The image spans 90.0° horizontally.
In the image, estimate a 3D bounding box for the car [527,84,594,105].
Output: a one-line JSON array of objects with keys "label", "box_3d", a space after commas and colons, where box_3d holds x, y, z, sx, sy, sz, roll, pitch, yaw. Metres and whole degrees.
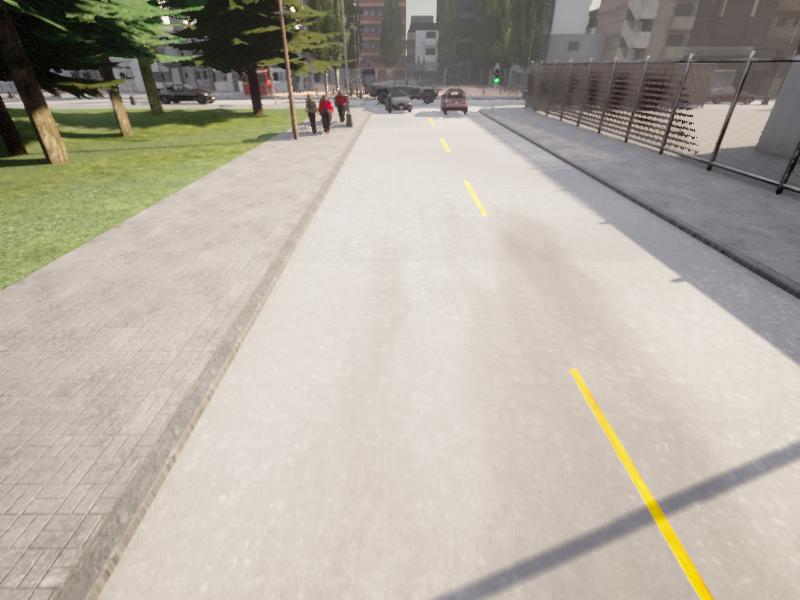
[{"label": "car", "box_3d": [14.769, -19.096, 37.093, 5.238, 1.638, 1.930, 0, 30, 0]}]

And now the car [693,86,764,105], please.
[{"label": "car", "box_3d": [30.261, -18.927, 36.999, 4.674, 1.442, 1.812, 0, 30, 0]}]

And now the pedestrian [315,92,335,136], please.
[{"label": "pedestrian", "box_3d": [-3.582, -8.953, 19.252, 0.751, 1.860, 0.751, -3, 30, -5]}]

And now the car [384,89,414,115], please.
[{"label": "car", "box_3d": [-0.131, -15.263, 30.696, 1.816, 1.474, 4.193, -3, 30, -5]}]

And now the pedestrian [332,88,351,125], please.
[{"label": "pedestrian", "box_3d": [-3.361, -11.167, 23.046, 0.751, 1.860, 0.751, 5, 31, 9]}]

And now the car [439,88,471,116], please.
[{"label": "car", "box_3d": [4.040, -14.896, 29.933, 1.851, 1.617, 3.988, 1, 30, 1]}]

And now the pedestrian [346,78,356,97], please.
[{"label": "pedestrian", "box_3d": [-5.372, -23.289, 43.803, 0.751, 1.860, 0.751, 11, 32, 18]}]

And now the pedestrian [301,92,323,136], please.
[{"label": "pedestrian", "box_3d": [-4.194, -8.897, 19.156, 0.751, 1.860, 0.751, -2, 30, -3]}]

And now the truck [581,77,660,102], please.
[{"label": "truck", "box_3d": [22.043, -21.238, 40.307, 6.274, 2.098, 2.390, 0, 30, 0]}]

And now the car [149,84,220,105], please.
[{"label": "car", "box_3d": [-19.783, -18.990, 36.933, 5.027, 1.651, 2.152, 0, 30, 0]}]

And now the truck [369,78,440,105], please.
[{"label": "truck", "box_3d": [0.392, -19.203, 36.821, 6.274, 2.098, 2.390, 0, 30, 0]}]

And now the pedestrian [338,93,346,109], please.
[{"label": "pedestrian", "box_3d": [-4.604, -15.866, 31.846, 0.500, 1.100, 0.500, 0, 30, 0]}]
